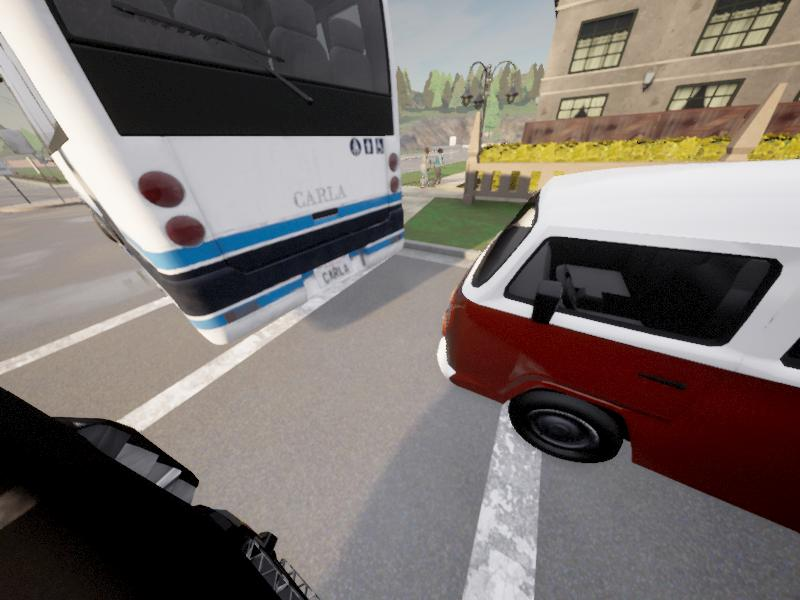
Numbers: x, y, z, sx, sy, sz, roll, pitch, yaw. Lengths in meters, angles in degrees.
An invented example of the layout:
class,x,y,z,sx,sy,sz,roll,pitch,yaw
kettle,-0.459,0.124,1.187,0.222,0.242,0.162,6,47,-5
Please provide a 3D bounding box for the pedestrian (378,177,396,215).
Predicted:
class,x,y,z,sx,sy,sz,roll,pitch,yaw
pedestrian,-0.447,-3.546,7.911,0.500,1.100,0.500,-7,34,-6

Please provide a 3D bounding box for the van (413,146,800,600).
class,x,y,z,sx,sy,sz,roll,pitch,yaw
van,2.568,0.292,1.421,4.480,2.038,2.069,16,38,26

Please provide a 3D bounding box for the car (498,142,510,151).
class,x,y,z,sx,sy,sz,roll,pitch,yaw
car,28.355,-41.938,63.033,1.905,1.878,3.866,17,38,27

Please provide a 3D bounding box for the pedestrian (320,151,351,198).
class,x,y,z,sx,sy,sz,roll,pitch,yaw
pedestrian,-2.950,-5.836,10.766,0.751,1.860,0.751,21,40,31

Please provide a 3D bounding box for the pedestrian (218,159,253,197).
class,x,y,z,sx,sy,sz,roll,pitch,yaw
pedestrian,-9.349,-6.942,13.191,0.751,1.860,0.751,13,37,22

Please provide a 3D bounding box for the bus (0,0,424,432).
class,x,y,z,sx,sy,sz,roll,pitch,yaw
bus,-4.947,-3.029,4.924,10.273,4.253,3.944,21,40,31

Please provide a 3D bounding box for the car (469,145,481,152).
class,x,y,z,sx,sy,sz,roll,pitch,yaw
car,20.973,-42.250,64.350,1.816,1.474,4.193,17,38,26

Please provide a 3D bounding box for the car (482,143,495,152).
class,x,y,z,sx,sy,sz,roll,pitch,yaw
car,24.173,-41.705,62.965,1.932,1.855,4.605,17,38,27

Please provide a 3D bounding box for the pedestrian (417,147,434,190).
class,x,y,z,sx,sy,sz,roll,pitch,yaw
pedestrian,1.259,-6.730,11.875,0.751,1.860,0.751,-2,34,0

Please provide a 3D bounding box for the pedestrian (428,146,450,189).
class,x,y,z,sx,sy,sz,roll,pitch,yaw
pedestrian,1.990,-6.868,12.033,0.751,1.860,0.751,-13,35,-16

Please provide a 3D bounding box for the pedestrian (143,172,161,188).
class,x,y,z,sx,sy,sz,roll,pitch,yaw
pedestrian,-20.591,-9.987,19.198,0.500,1.100,0.500,14,37,23

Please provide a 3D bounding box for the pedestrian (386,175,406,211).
class,x,y,z,sx,sy,sz,roll,pitch,yaw
pedestrian,-0.121,-3.852,8.347,0.500,1.100,0.500,14,37,23
